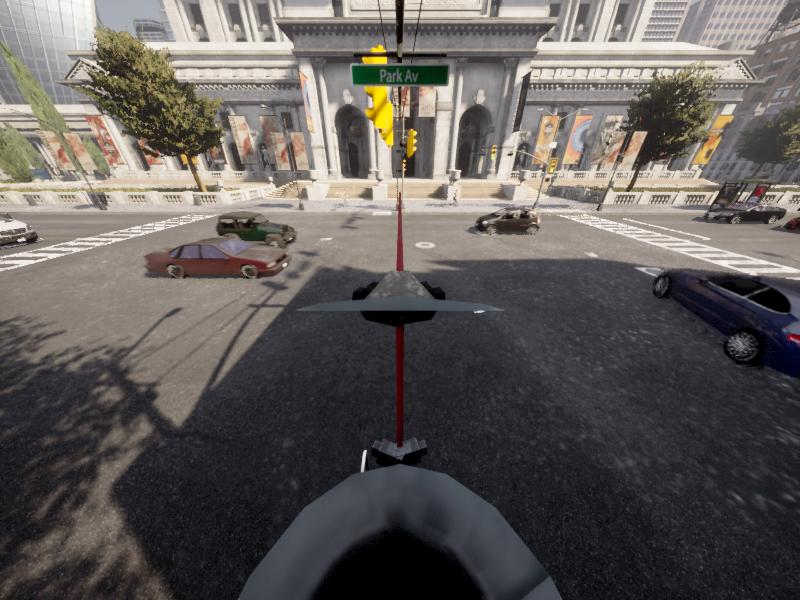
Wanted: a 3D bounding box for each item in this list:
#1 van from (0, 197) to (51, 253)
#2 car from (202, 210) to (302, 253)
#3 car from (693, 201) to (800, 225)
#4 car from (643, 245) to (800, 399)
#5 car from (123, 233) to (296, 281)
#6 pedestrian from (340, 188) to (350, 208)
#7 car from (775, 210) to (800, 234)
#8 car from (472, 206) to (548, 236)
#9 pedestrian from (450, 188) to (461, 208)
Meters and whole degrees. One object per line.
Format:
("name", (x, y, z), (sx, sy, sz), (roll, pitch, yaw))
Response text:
("van", (-24.412, -4.177, 12.701), (5.915, 2.561, 1.988), (0, 30, 0))
("car", (-7.935, -3.845, 12.774), (3.866, 1.878, 1.905), (0, 30, 0))
("car", (27.895, -7.060, 18.721), (4.902, 1.511, 2.128), (0, 30, 0))
("car", (9.426, 0.183, 6.068), (2.152, 1.651, 5.027), (10, 32, 18))
("car", (-7.679, -1.878, 9.865), (5.357, 1.411, 2.033), (0, 30, 0))
("pedestrian", (-5.858, -10.860, 24.603), (0.751, 1.860, 0.751), (0, 30, 0))
("car", (29.592, -5.249, 15.728), (4.181, 1.385, 1.994), (0, 30, 0))
("car", (7.323, -5.422, 15.789), (3.988, 1.617, 1.851), (0, 30, 0))
("pedestrian", (5.905, -10.824, 24.540), (0.751, 1.860, 0.751), (-4, 30, -7))
